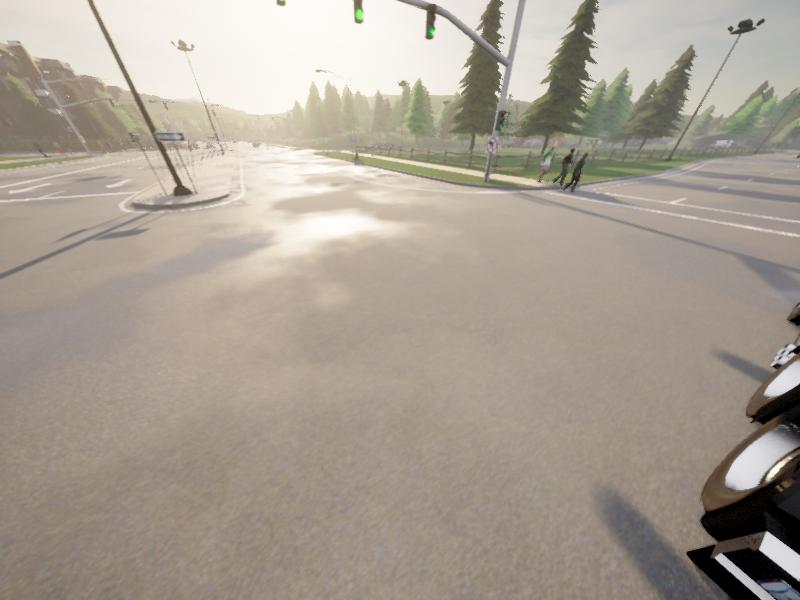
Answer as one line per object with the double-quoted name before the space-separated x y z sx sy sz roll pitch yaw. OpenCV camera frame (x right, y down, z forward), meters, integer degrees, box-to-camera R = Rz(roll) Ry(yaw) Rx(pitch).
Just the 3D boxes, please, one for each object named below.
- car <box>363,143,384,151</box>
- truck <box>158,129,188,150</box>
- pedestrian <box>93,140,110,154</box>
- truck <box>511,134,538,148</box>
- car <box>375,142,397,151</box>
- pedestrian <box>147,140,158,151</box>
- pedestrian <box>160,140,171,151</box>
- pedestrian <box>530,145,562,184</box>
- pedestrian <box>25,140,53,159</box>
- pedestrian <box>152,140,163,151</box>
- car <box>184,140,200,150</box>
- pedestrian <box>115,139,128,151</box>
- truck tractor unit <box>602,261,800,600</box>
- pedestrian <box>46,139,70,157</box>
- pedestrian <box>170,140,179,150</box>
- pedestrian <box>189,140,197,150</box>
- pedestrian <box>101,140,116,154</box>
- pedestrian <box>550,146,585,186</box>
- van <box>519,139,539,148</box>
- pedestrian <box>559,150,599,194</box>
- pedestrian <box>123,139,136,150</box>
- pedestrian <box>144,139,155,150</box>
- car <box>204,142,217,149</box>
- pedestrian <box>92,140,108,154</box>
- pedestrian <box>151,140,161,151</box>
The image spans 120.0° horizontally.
"car" -6.894 -40.273 60.625 5.027 1.651 2.152 -18 39 -24
"truck" -54.935 -39.029 56.222 2.891 3.827 8.468 -18 39 -25
"pedestrian" -49.580 -25.419 38.400 0.751 1.860 0.751 -17 38 -23
"truck" 43.362 -55.327 80.526 8.468 3.827 2.891 -18 39 -24
"car" -3.414 -36.906 55.569 4.856 1.649 2.033 -18 39 -24
"pedestrian" -52.126 -32.561 48.638 0.751 1.860 0.751 27 43 32
"pedestrian" -50.482 -33.311 49.731 0.751 1.860 0.751 -19 39 -26
"pedestrian" 8.489 -7.878 13.459 0.751 1.860 0.751 -16 38 -22
"pedestrian" -42.125 -17.632 27.014 0.751 1.860 0.751 -16 38 -22
"pedestrian" -51.652 -32.904 49.135 0.751 1.860 0.751 -15 38 -21
"car" -50.393 -37.734 56.119 1.905 1.878 3.866 -18 39 -25
"pedestrian" -54.750 -30.563 45.477 0.751 1.860 0.751 -18 39 -24
"truck tractor unit" 5.107 -0.305 0.786 6.516 4.208 3.053 -18 39 -24
"pedestrian" -43.721 -19.420 29.568 0.751 1.860 0.751 -16 38 -22
"pedestrian" -49.676 -34.124 50.906 0.751 1.860 0.751 -21 40 -28
"pedestrian" -46.518 -34.812 51.922 0.751 1.860 0.751 -25 42 -31
"pedestrian" -49.726 -26.144 39.440 0.751 1.860 0.751 -19 39 -25
"pedestrian" 9.203 -7.400 12.779 0.751 1.860 0.751 -20 40 -27
"van" 43.320 -52.431 77.588 6.366 2.431 2.351 -18 39 -24
"pedestrian" 9.011 -6.470 11.707 0.751 1.860 0.751 -14 37 -20
"pedestrian" -54.832 -31.516 46.845 0.751 1.860 0.751 -10 36 -15
"pedestrian" -53.349 -33.176 49.214 0.751 1.860 0.751 -19 39 -26
"car" -47.462 -38.668 57.809 1.837 1.490 4.892 -18 39 -25
"pedestrian" -50.499 -25.785 38.919 0.751 1.860 0.751 -14 37 -20
"pedestrian" -52.277 -33.173 49.515 0.751 1.860 0.751 -25 42 -31
